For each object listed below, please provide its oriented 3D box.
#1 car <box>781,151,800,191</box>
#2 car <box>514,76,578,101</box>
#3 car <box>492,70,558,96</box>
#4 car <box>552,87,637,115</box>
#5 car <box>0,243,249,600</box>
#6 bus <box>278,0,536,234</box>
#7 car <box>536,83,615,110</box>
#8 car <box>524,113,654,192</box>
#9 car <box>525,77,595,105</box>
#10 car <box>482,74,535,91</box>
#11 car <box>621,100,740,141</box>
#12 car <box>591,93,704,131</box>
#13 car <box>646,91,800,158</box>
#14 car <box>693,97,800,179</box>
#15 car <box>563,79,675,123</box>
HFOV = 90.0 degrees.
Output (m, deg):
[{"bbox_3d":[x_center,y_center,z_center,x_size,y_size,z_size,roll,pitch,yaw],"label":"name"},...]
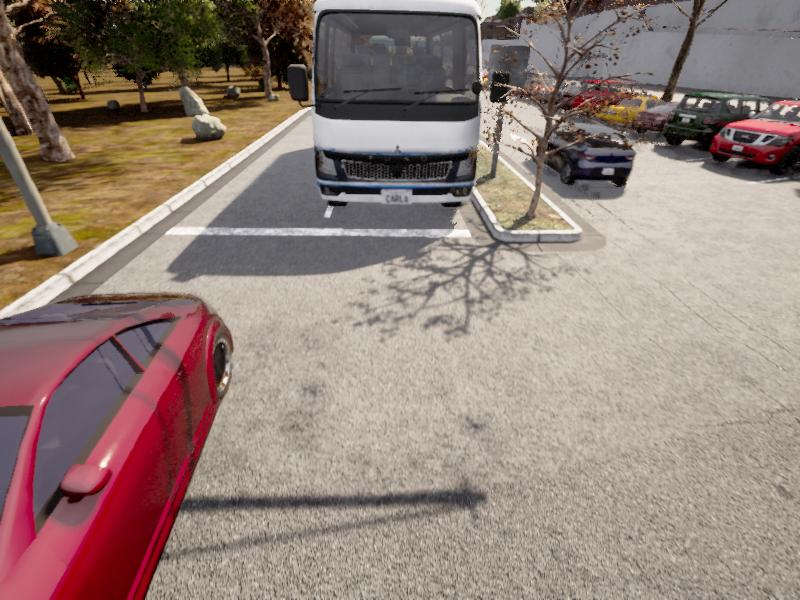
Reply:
[{"bbox_3d":[13.516,-4.069,11.114,4.442,1.987,1.878,-10,34,-20],"label":"car"},{"bbox_3d":[12.456,-18.106,34.237,4.553,1.767,2.185,-11,33,-20],"label":"car"},{"bbox_3d":[12.245,-21.343,39.318,5.566,2.045,2.435,-11,33,-20],"label":"car"},{"bbox_3d":[12.908,-13.295,26.666,4.792,1.488,2.163,-11,33,-20],"label":"car"},{"bbox_3d":[-2.591,1.125,2.600,1.994,1.385,4.181,-2,31,-5],"label":"car"},{"bbox_3d":[-0.089,-5.851,11.348,3.944,4.253,10.273,0,32,-2],"label":"bus"},{"bbox_3d":[12.758,-14.875,29.193,4.892,1.521,2.231,-11,34,-20],"label":"car"},{"bbox_3d":[5.471,-4.676,12.292,1.816,1.474,4.193,0,31,-2],"label":"car"},{"bbox_3d":[12.652,-16.551,31.694,4.553,1.767,2.185,-11,34,-20],"label":"car"},{"bbox_3d":[12.116,-24.263,44.624,5.366,1.575,1.946,-11,33,-20],"label":"car"},{"bbox_3d":[13.268,-8.577,18.985,4.674,1.452,2.002,-11,33,-20],"label":"car"},{"bbox_3d":[13.318,-10.214,21.586,5.366,1.575,1.946,-11,33,-20],"label":"car"},{"bbox_3d":[13.429,-7.261,16.283,5.566,2.045,2.435,-11,33,-20],"label":"car"},{"bbox_3d":[13.495,-5.676,13.693,5.566,2.045,2.435,-10,34,-20],"label":"car"},{"bbox_3d":[13.050,-11.967,23.961,5.566,2.045,2.435,-11,33,-20],"label":"car"}]
